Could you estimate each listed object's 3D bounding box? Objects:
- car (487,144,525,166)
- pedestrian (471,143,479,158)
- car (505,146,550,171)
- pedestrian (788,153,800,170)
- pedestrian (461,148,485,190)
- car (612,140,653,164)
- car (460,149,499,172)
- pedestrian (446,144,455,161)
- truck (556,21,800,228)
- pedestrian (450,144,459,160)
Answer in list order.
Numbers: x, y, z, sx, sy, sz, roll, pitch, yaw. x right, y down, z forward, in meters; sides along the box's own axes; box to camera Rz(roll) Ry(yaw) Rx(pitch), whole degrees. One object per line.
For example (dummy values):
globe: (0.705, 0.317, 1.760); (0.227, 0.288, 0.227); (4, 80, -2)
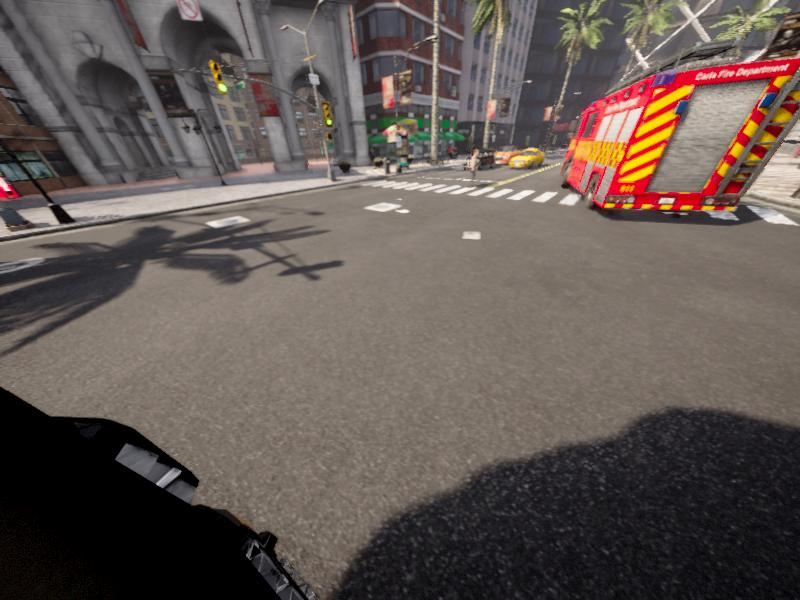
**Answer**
car: (11.728, -16.047, 25.502); (2.097, 1.767, 4.553); (25, 42, 35)
pedestrian: (11.655, -23.353, 36.082); (0.751, 1.860, 0.751); (23, 41, 33)
car: (11.762, -13.040, 21.184); (1.801, 1.575, 5.366); (25, 42, 35)
pedestrian: (22.482, -8.095, 12.421); (0.751, 1.860, 0.751); (21, 41, 32)
pedestrian: (3.952, -7.089, 12.536); (0.751, 1.860, 0.751); (23, 41, 33)
car: (22.302, -14.188, 22.101); (2.152, 1.651, 5.027); (25, 42, 35)
car: (7.472, -13.142, 21.673); (1.789, 1.549, 3.705); (24, 42, 34)
pedestrian: (6.966, -20.451, 32.073); (0.751, 1.860, 0.751); (24, 42, 34)
truck: (8.838, -5.962, 8.763); (2.891, 3.827, 8.468); (10, 36, 20)
pedestrian: (7.647, -20.824, 32.582); (0.751, 1.860, 0.751); (27, 44, 37)
